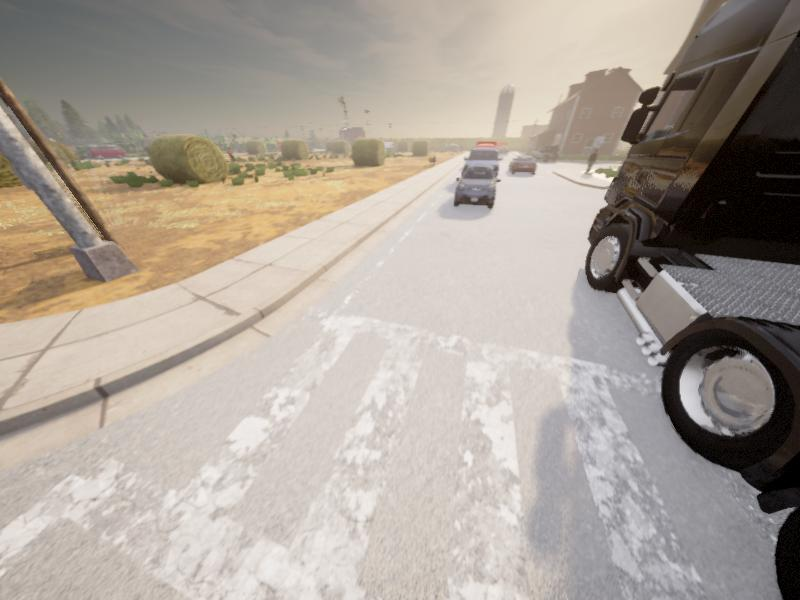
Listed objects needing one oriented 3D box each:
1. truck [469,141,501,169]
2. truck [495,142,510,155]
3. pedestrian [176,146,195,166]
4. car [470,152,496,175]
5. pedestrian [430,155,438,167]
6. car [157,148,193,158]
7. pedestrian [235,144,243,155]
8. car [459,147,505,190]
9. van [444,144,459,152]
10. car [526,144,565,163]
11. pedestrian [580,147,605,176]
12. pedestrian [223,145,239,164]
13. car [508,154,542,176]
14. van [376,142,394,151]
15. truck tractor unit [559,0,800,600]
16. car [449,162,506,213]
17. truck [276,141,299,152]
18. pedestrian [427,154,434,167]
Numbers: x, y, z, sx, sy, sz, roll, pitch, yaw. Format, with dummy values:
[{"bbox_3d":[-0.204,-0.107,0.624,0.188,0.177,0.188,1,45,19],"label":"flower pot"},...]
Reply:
[{"bbox_3d":[9.469,-16.271,25.785,2.627,2.467,5.204,10,36,15],"label":"truck"},{"bbox_3d":[24.457,-36.448,55.403,2.627,2.467,5.204,10,36,15],"label":"truck"},{"bbox_3d":[-23.330,-15.699,25.162,0.751,1.860,0.751,23,40,30],"label":"pedestrian"},{"bbox_3d":[7.508,-12.395,20.913,1.789,1.549,3.705,10,35,14],"label":"car"},{"bbox_3d":[3.521,-14.464,24.038,0.500,1.100,0.500,26,42,33],"label":"pedestrian"},{"bbox_3d":[-42.130,-27.650,43.347,1.816,1.474,4.193,12,36,18],"label":"car"},{"bbox_3d":[-33.023,-30.853,47.395,0.751,1.860,0.751,-12,36,-18],"label":"pedestrian"},{"bbox_3d":[5.517,-9.037,15.547,2.150,2.045,5.566,10,36,15],"label":"car"},{"bbox_3d":[16.437,-48.746,73.879,4.480,2.038,2.069,11,36,15],"label":"van"},{"bbox_3d":[19.618,-19.922,31.382,1.905,1.878,3.866,-19,37,-17],"label":"car"},{"bbox_3d":[14.866,-10.722,17.873,0.751,1.860,0.751,13,37,19],"label":"pedestrian"},{"bbox_3d":[-20.534,-17.677,28.065,0.751,1.860,0.751,1,34,1],"label":"pedestrian"},{"bbox_3d":[11.256,-12.451,21.160,1.994,1.385,4.181,10,36,14],"label":"car"},{"bbox_3d":[-5.430,-55.150,82.793,5.915,2.561,1.988,11,36,16],"label":"van"},{"bbox_3d":[4.136,-0.772,1.479,3.053,4.208,6.516,12,36,17],"label":"truck tractor unit"},{"bbox_3d":[3.465,-5.190,10.351,1.845,1.501,3.633,10,35,15],"label":"car"},{"bbox_3d":[-31.649,-43.179,65.203,2.627,2.467,5.204,12,34,18],"label":"truck"},{"bbox_3d":[3.238,-14.829,24.574,0.500,1.100,0.500,12,36,17],"label":"pedestrian"}]
